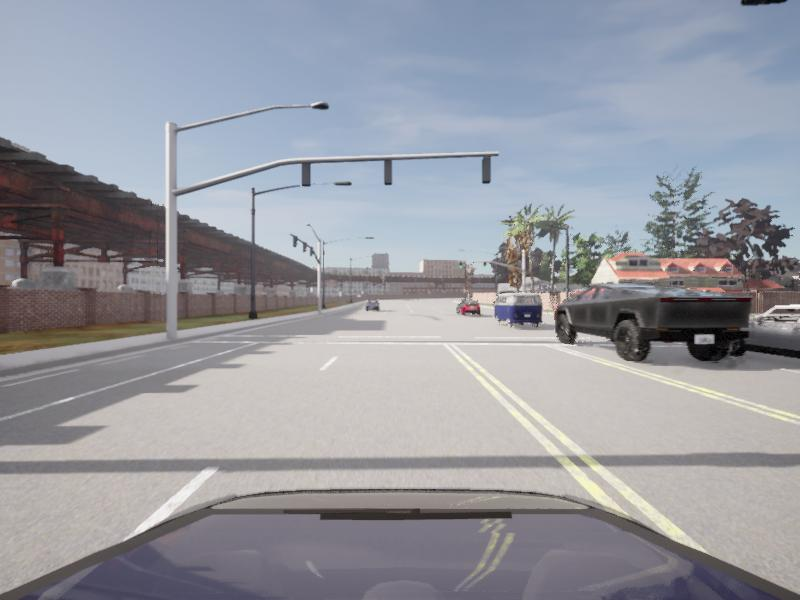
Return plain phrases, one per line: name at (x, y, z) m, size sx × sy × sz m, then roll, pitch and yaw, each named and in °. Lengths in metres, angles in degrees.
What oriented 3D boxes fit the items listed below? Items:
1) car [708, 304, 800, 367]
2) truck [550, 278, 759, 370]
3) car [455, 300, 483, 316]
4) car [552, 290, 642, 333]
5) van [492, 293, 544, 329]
car at (10.482, 0.853, 10.414) m, size 1.970 × 1.475 × 3.806 m, roll 0°, pitch 0°, yaw 0°
truck at (6.972, 0.542, 12.247) m, size 2.390 × 2.098 × 6.274 m, roll 0°, pitch 0°, yaw 0°
car at (6.931, 0.795, 40.532) m, size 2.007 × 1.525 × 4.514 m, roll 0°, pitch 0°, yaw 0°
car at (10.461, 0.564, 21.885) m, size 2.150 × 2.045 × 5.566 m, roll 0°, pitch 0°, yaw 0°
van at (6.957, 0.593, 24.051) m, size 1.775 × 1.987 × 4.442 m, roll 0°, pitch 0°, yaw 0°
